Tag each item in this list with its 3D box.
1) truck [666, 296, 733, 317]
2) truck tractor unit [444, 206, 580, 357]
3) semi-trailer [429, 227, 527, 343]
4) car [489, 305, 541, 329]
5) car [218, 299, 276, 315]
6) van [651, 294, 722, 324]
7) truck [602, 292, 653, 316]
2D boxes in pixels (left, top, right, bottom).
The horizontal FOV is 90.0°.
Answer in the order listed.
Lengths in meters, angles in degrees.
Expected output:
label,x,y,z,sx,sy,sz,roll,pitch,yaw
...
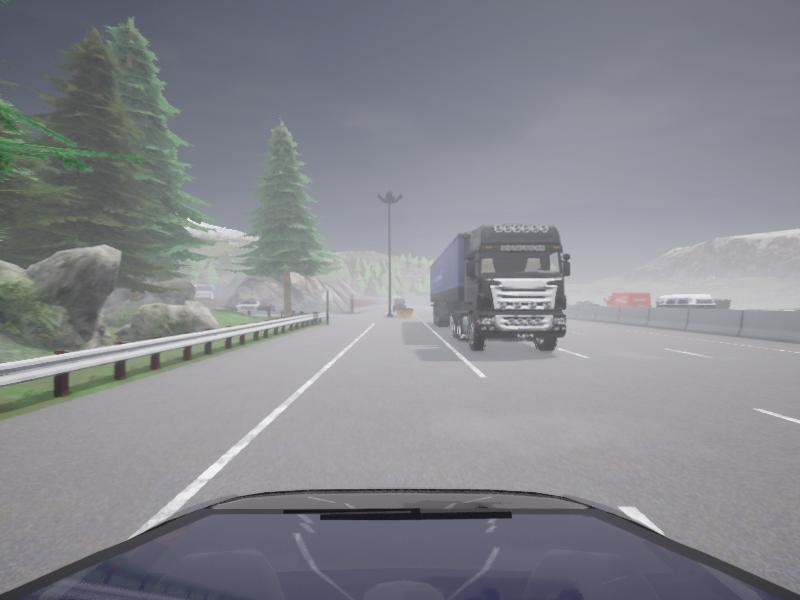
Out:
label,x,y,z,sx,sy,sz,roll,pitch,yaw
truck,31.476,0.616,42.415,2.390,2.098,6.274,0,0,0
truck tractor unit,3.490,-0.493,14.424,3.053,4.208,6.516,0,0,0
semi-trailer,3.484,-0.579,22.340,2.717,4.402,14.254,0,0,0
car,6.986,0.988,24.877,1.895,1.301,4.718,0,0,0
car,-15.328,0.700,40.253,4.974,1.542,2.038,0,0,0
van,20.986,0.623,29.611,2.069,2.038,4.480,0,0,0
truck,24.476,0.432,43.333,2.627,2.467,5.204,0,0,0
